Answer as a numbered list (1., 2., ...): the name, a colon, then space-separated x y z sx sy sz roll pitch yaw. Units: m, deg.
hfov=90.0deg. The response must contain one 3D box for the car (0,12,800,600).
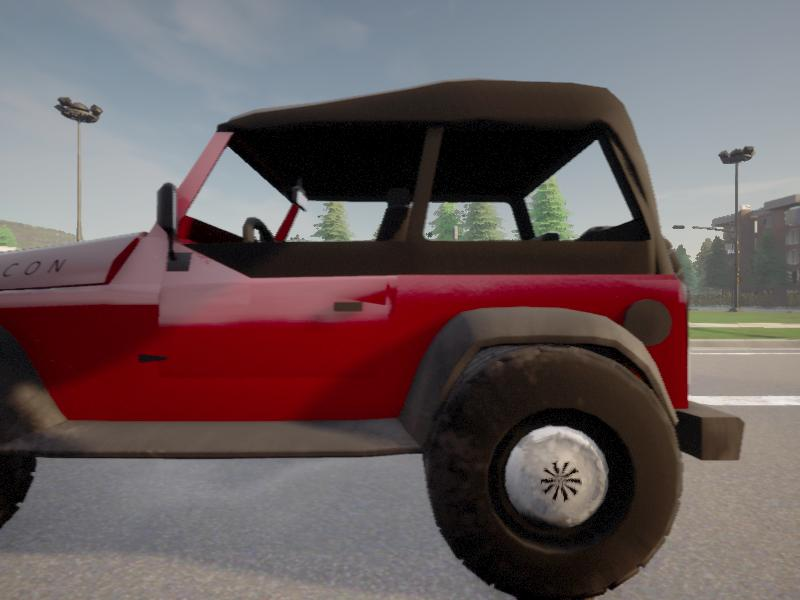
1. car: -0.516 0.044 2.201 3.866 1.878 1.905 0 0 0

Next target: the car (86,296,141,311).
1. car: -27.272 0.305 38.318 1.895 1.301 4.718 0 0 -1

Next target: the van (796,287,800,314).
1. van: 30.761 0.043 27.960 1.775 1.987 4.442 0 0 0

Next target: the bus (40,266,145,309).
1. bus: -34.223 -1.169 45.386 3.944 4.253 10.273 0 -2 -1

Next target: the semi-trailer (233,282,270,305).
1. semi-trailer: -31.263 -1.263 85.274 2.717 4.402 14.254 0 0 -1

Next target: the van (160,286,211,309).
1. van: -23.841 -0.256 44.908 2.351 2.431 6.366 0 0 -1

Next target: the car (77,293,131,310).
1. car: -30.806 0.113 41.782 2.242 1.667 4.611 0 0 -1

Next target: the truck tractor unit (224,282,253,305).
1. truck tractor unit: -31.174 -1.169 77.366 3.053 4.208 6.516 0 -1 -1
